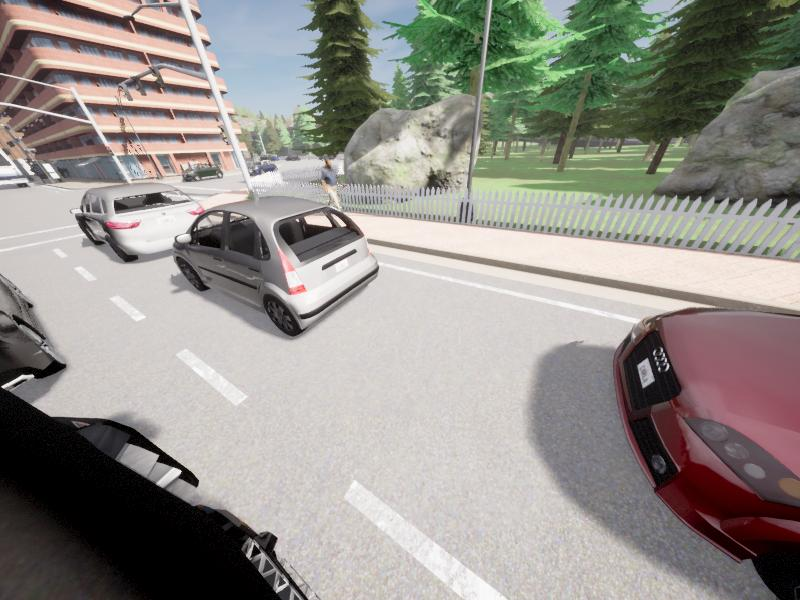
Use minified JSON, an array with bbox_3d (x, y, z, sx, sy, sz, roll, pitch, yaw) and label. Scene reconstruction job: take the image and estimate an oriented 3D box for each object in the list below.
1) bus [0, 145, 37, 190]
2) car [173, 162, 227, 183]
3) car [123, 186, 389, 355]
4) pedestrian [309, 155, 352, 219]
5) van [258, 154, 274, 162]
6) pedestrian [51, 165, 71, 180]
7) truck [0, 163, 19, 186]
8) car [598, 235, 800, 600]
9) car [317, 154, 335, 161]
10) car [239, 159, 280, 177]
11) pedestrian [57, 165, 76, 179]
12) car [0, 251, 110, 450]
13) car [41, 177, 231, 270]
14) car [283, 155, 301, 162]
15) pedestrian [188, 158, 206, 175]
[{"bbox_3d":[-49.467,-15.796,27.737,10.273,4.253,3.944,16,38,27],"label":"bus"},{"bbox_3d":[-21.157,-13.659,24.658,1.789,1.549,3.705,9,35,17],"label":"car"},{"bbox_3d":[-2.423,-0.928,4.081,3.988,1.617,1.851,16,38,27],"label":"car"},{"bbox_3d":[-2.353,-3.880,7.973,0.751,1.860,0.751,16,38,26],"label":"pedestrian"},{"bbox_3d":[-40.266,-42.604,69.341,4.442,1.987,1.775,17,38,27],"label":"van"},{"bbox_3d":[-52.054,-19.581,35.479,0.751,1.860,0.751,11,36,20],"label":"pedestrian"},{"bbox_3d":[-60.300,-18.900,33.629,8.468,3.827,2.891,16,38,27],"label":"truck"},{"bbox_3d":[3.739,0.999,0.916,4.181,1.385,1.994,18,39,28],"label":"car"},{"bbox_3d":[-19.111,-36.775,59.443,2.033,1.411,5.357,-29,42,-34],"label":"car"},{"bbox_3d":[-16.471,-15.683,27.412,1.970,1.475,3.806,4,34,10],"label":"car"},{"bbox_3d":[-51.530,-19.746,35.718,0.751,1.860,0.751,15,38,25],"label":"pedestrian"},{"bbox_3d":[-6.015,0.308,2.585,4.902,1.511,2.128,16,38,27],"label":"car"},{"bbox_3d":[-7.776,-2.547,6.877,4.611,1.667,2.242,17,38,27],"label":"car"},{"bbox_3d":[-29.895,-39.237,63.904,4.892,1.490,1.837,18,39,28],"label":"car"},{"bbox_3d":[-26.037,-17.134,29.673,0.751,1.860,0.751,6,35,13],"label":"pedestrian"}]
